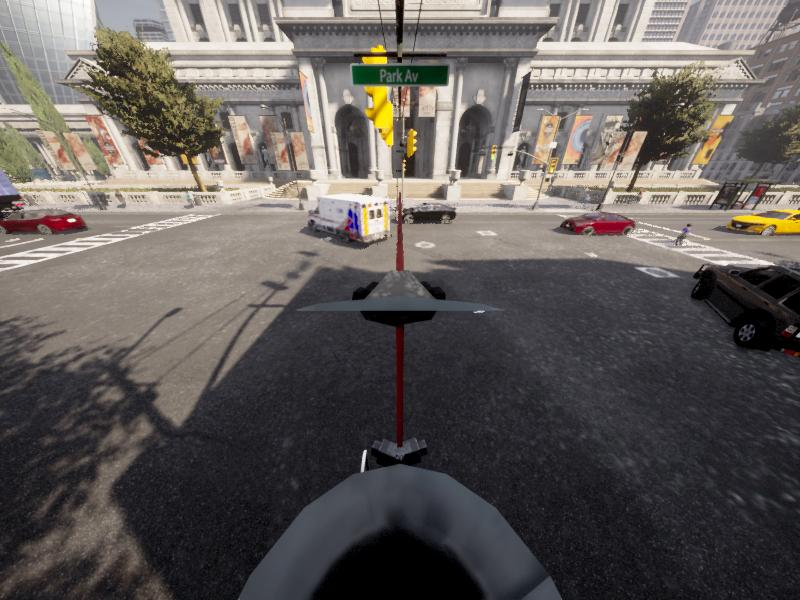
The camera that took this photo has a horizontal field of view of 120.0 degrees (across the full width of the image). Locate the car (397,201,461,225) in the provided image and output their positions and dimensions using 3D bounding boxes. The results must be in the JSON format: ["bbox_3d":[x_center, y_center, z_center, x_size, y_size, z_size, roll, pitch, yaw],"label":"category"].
[{"bbox_3d":[2.218,-7.146,18.874,4.902,1.511,2.128,0,30,0],"label":"car"}]

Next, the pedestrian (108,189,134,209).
[{"bbox_3d":[-28.897,-10.484,23.951,0.751,1.860,0.751,4,30,6],"label":"pedestrian"}]

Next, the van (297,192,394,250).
[{"bbox_3d":[-3.539,-5.284,14.731,6.366,2.431,2.351,23,37,34],"label":"van"}]

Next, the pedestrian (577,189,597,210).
[{"bbox_3d":[18.936,-10.158,23.386,0.751,1.860,0.751,-13,33,-22],"label":"pedestrian"}]

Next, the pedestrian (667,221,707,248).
[{"bbox_3d":[16.269,-3.745,13.143,0.751,1.300,0.751,13,32,21],"label":"pedestrian"}]

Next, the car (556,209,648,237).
[{"bbox_3d":[13.535,-5.284,15.784,4.181,1.385,1.994,0,30,0],"label":"car"}]

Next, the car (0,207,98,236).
[{"bbox_3d":[-24.994,-5.469,15.997,4.792,1.488,2.163,0,30,1],"label":"car"}]

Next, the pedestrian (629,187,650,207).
[{"bbox_3d":[26.387,-11.376,25.495,0.751,1.860,0.751,2,30,4],"label":"pedestrian"}]

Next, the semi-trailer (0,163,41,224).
[{"bbox_3d":[-39.069,-8.488,18.280,14.254,4.402,2.717,0,30,0],"label":"semi-trailer"}]

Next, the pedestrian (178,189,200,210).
[{"bbox_3d":[-21.383,-10.198,23.455,0.751,1.860,0.751,5,30,8],"label":"pedestrian"}]

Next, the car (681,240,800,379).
[{"bbox_3d":[10.176,0.022,6.088,1.932,1.855,4.605,17,34,27],"label":"car"}]

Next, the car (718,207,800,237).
[{"bbox_3d":[25.761,-5.338,15.714,5.008,1.535,1.882,0,30,0],"label":"car"}]

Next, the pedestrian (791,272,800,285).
[{"bbox_3d":[15.990,-1.377,8.481,0.751,1.860,0.751,-7,31,-12],"label":"pedestrian"}]
